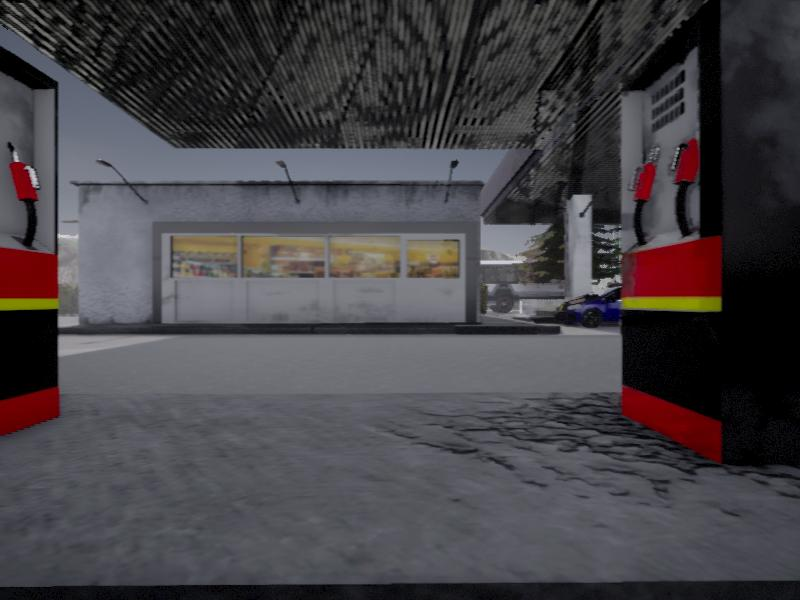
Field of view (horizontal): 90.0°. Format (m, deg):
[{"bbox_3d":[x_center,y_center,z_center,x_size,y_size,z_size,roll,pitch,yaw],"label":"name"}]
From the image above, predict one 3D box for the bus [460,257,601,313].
[{"bbox_3d":[10.356,-1.145,32.775,10.273,4.253,3.944,0,0,0],"label":"bus"}]
